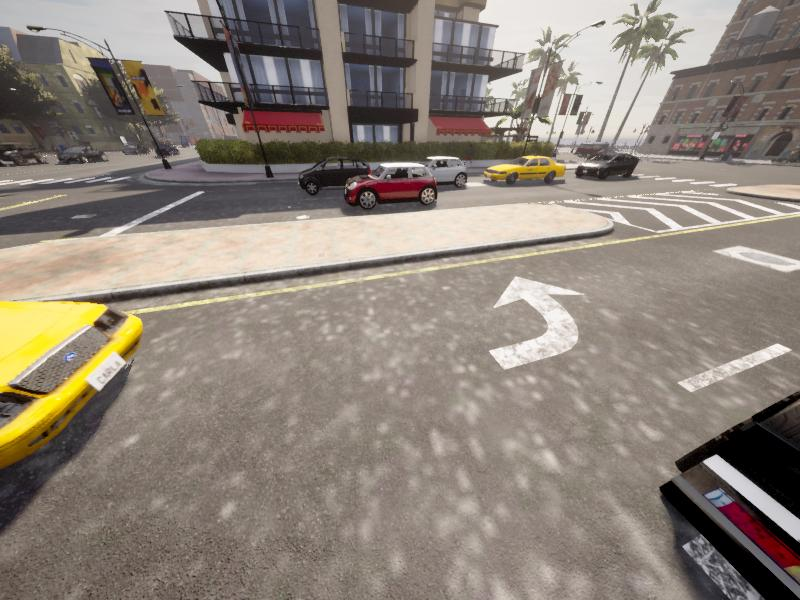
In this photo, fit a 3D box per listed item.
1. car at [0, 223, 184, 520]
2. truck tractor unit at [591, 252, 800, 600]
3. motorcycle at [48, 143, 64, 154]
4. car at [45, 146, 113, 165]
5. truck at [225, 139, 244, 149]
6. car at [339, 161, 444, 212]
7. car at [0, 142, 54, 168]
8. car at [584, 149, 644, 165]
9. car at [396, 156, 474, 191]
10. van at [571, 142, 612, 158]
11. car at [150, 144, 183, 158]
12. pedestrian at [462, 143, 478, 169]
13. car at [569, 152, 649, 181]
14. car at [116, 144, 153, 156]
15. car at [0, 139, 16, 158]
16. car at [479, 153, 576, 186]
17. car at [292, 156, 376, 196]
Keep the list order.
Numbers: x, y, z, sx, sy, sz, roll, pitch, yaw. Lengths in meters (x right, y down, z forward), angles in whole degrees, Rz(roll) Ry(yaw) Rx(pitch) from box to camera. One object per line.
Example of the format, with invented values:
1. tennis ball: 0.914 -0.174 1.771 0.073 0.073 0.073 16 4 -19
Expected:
1. car: -5.385 0.747 1.514 5.366 1.575 1.801 -8 36 -10
2. truck tractor unit: 5.283 -0.073 0.452 6.516 4.208 3.053 -10 36 -14
3. motorcycle: -57.958 -25.514 38.885 2.356 1.277 0.764 28 53 34
4. car: -34.185 -15.611 24.872 1.837 1.490 4.892 -10 36 -15
5. truck: -45.825 -43.336 64.079 2.390 2.098 6.274 -10 36 -15
6. car: -0.414 -4.822 9.630 3.806 1.475 1.970 -10 36 -14
7. car: -36.903 -13.987 22.173 1.905 1.878 3.866 -11 36 -15
8. car: 25.361 -17.220 27.694 2.033 1.411 5.357 -2 35 -4
9. car: 1.880 -7.319 13.233 3.806 1.475 1.970 -10 36 -14
10. van: 30.116 -23.739 36.573 1.775 1.987 4.442 -10 36 -14
11. car: -33.993 -21.867 33.826 1.845 1.501 3.633 -10 36 -15
12. pedestrian: 6.127 -12.695 20.341 0.751 1.860 0.751 -9 36 -13
13. car: 15.182 -9.818 16.874 4.514 1.525 2.007 -13 37 -18
14. car: -42.690 -24.276 37.302 1.812 1.442 4.674 -10 36 -15
15. car: -56.752 -20.048 30.602 5.566 2.045 2.150 -9 36 -13
16. car: 8.068 -8.448 14.808 5.366 1.575 1.801 -10 36 -14
17. car: -3.305 -6.441 11.868 3.705 1.549 1.789 -10 36 -14
